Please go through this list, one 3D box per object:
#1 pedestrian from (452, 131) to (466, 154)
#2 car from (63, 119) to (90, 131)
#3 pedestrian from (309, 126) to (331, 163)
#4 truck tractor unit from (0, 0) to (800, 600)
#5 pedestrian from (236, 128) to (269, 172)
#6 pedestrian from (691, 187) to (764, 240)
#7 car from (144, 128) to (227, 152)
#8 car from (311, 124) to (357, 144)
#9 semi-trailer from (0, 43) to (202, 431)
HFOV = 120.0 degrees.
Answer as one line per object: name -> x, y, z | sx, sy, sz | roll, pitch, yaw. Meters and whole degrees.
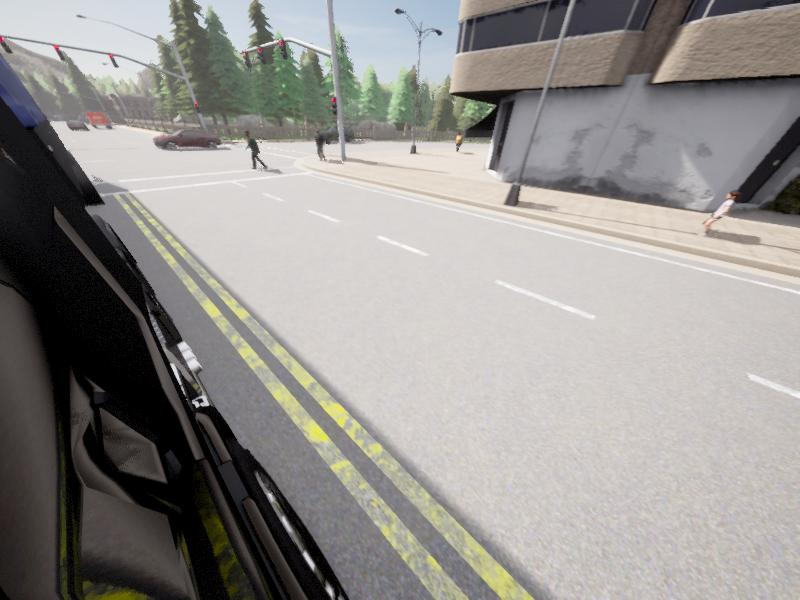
pedestrian -> 5.820, -15.478, 22.734 | 0.751, 1.860, 0.751 | 32, 46, 33
car -> -53.128, -28.746, 37.925 | 4.181, 1.385, 1.994 | 28, 44, 30
pedestrian -> -4.973, -9.693, 14.462 | 0.751, 1.860, 0.751 | 12, 38, 13
truck tractor unit -> -2.645, -0.295, 0.351 | 6.516, 4.208, 3.053 | 28, 44, 30
pedestrian -> -7.669, -7.822, 12.064 | 0.751, 1.860, 0.751 | 29, 44, 31
pedestrian -> 8.034, -2.144, 5.737 | 0.500, 1.100, 0.500 | 29, 44, 31
car -> -17.843, -13.554, 19.511 | 1.812, 1.442, 4.674 | 28, 44, 31
car -> -8.864, -22.739, 31.721 | 5.566, 2.045, 2.150 | -29, 47, -35
semi-trailer -> -8.698, -3.588, 4.253 | 14.254, 4.402, 2.717 | 28, 44, 30
